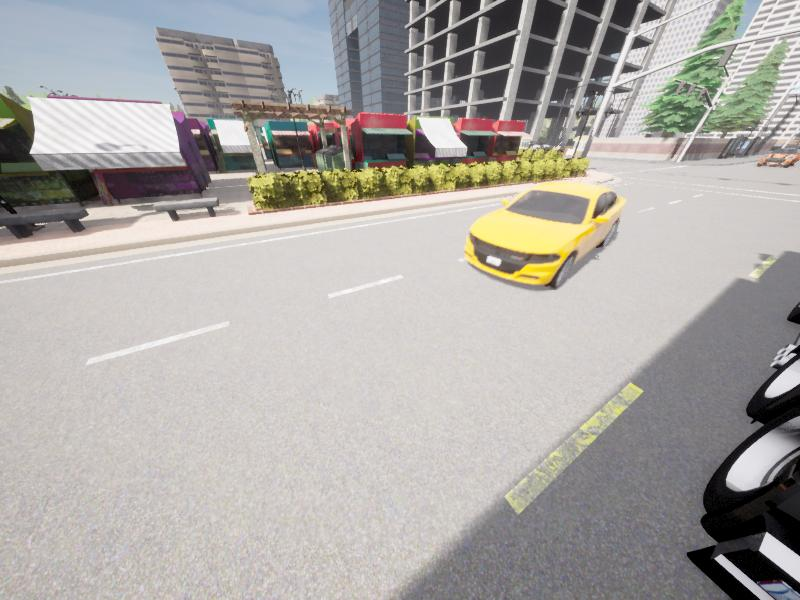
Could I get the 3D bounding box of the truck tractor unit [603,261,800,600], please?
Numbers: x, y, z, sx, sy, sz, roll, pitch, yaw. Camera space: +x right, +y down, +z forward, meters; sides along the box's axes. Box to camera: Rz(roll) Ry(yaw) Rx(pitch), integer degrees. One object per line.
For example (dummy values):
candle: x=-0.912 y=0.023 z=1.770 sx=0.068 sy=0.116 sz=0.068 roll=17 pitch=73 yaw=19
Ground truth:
truck tractor unit: x=5.104 y=-0.308 z=0.788 sx=6.516 sy=4.208 sz=3.053 roll=-19 pitch=39 yaw=-24

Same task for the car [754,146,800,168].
car: x=41.585 y=-15.606 z=25.137 sx=4.553 sy=1.767 sz=2.097 roll=-18 pitch=39 yaw=-24

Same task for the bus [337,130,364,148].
bus: x=-14.516 y=-47.128 z=67.678 sx=3.944 sy=4.253 sz=10.273 roll=-18 pitch=39 yaw=-24

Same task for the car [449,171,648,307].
car: x=3.568 y=-1.853 z=5.335 sx=5.008 sy=1.535 sz=1.882 roll=-26 pitch=43 yaw=-33
